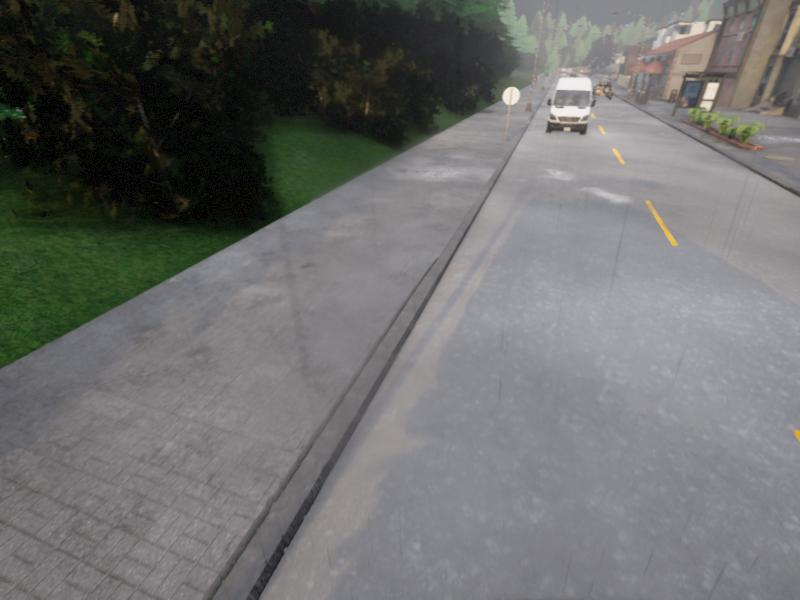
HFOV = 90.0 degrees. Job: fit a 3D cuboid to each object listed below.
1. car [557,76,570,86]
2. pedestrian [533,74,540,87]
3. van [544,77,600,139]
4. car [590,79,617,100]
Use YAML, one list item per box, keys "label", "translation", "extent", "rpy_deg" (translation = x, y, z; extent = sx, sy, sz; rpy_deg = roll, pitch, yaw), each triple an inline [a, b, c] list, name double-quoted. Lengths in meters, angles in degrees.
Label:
- label: "car"
  translation: [34.126, -45.814, 83.525]
  extent: [2.152, 1.651, 5.027]
  rpy_deg: [10, 32, 16]
- label: "pedestrian"
  translation: [23.003, -36.990, 67.518]
  extent: [0.751, 1.860, 0.751]
  rpy_deg: [9, 31, 14]
- label: "van"
  translation: [9.208, -10.575, 21.713]
  extent: [1.988, 2.561, 5.915]
  rpy_deg: [10, 32, 16]
- label: "car"
  translation: [22.876, -23.786, 45.149]
  extent: [1.932, 1.855, 4.605]
  rpy_deg: [10, 32, 16]
